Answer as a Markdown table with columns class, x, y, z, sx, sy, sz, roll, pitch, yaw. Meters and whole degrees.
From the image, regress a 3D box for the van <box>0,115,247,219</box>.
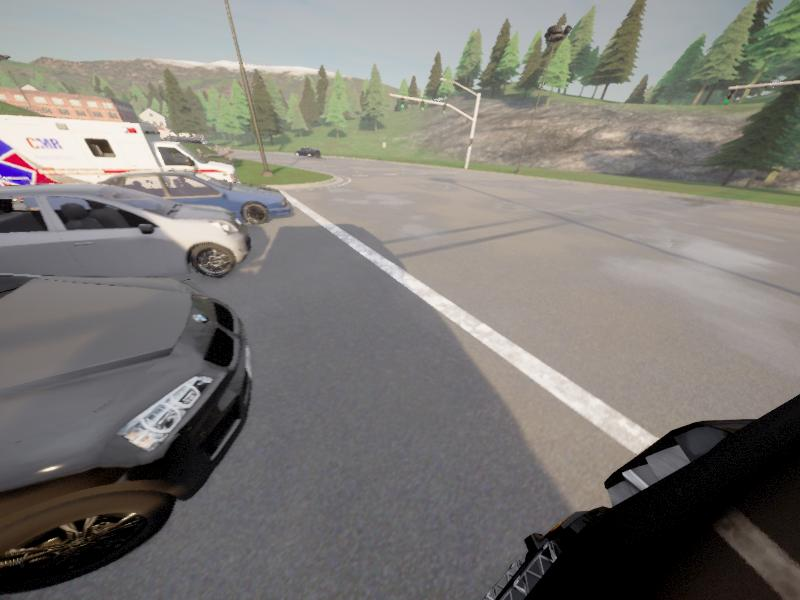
| class | x | y | z | sx | sy | sz | roll | pitch | yaw |
| --- | --- | --- | --- | --- | --- | --- | --- | --- | --- |
| van | -9.426 | -4.623 | 8.001 | 6.366 | 2.431 | 2.351 | -16 | 38 | -27 |

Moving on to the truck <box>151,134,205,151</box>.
| class | x | y | z | sx | sy | sz | roll | pitch | yaw |
| --- | --- | --- | --- | --- | --- | --- | --- | --- | --- |
| truck | -38.323 | -27.188 | 40.064 | 6.274 | 2.098 | 2.390 | 3 | 33 | 1 |

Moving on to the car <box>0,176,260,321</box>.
| class | x | y | z | sx | sy | sz | roll | pitch | yaw |
| --- | --- | --- | --- | --- | --- | --- | --- | --- | --- |
| car | -4.713 | -1.124 | 3.909 | 3.633 | 1.501 | 1.845 | -17 | 38 | -27 |

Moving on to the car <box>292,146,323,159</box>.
| class | x | y | z | sx | sy | sz | roll | pitch | yaw |
| --- | --- | --- | --- | --- | --- | --- | --- | --- | --- |
| car | -15.396 | -24.568 | 38.476 | 4.892 | 1.490 | 1.837 | 19 | 35 | 22 |

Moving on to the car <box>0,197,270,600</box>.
| class | x | y | z | sx | sy | sz | roll | pitch | yaw |
| --- | --- | --- | --- | --- | --- | --- | --- | --- | --- |
| car | -3.501 | 0.734 | 1.073 | 4.611 | 1.667 | 2.242 | -16 | 38 | -26 |

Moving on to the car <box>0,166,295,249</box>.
| class | x | y | z | sx | sy | sz | roll | pitch | yaw |
| --- | --- | --- | --- | --- | --- | --- | --- | --- | --- |
| car | -6.167 | -2.883 | 6.571 | 5.357 | 1.411 | 2.033 | -17 | 38 | -27 |
